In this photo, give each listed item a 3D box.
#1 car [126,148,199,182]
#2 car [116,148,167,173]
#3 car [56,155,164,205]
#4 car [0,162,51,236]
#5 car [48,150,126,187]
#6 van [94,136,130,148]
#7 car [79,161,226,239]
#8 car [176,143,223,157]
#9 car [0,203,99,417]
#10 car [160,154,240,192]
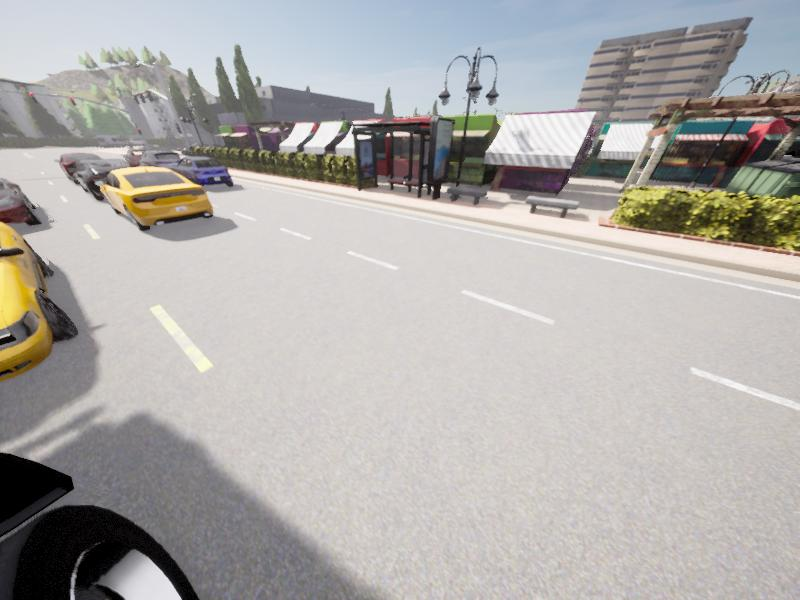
[{"bbox_3d":[-16.573,-9.535,16.126,4.856,1.649,2.033,23,40,29],"label":"car"},{"bbox_3d":[-21.382,-11.593,19.110,3.633,1.501,1.845,25,41,31],"label":"car"},{"bbox_3d":[-13.741,-5.830,10.935,4.792,1.488,2.163,23,40,29],"label":"car"},{"bbox_3d":[-13.147,-3.113,7.006,4.792,1.488,2.163,23,40,29],"label":"car"},{"bbox_3d":[-19.274,-8.179,14.191,5.008,1.535,1.882,23,40,29],"label":"car"},{"bbox_3d":[-74.595,-41.053,59.953,1.988,2.561,5.915,-3,35,-6],"label":"van"},{"bbox_3d":[-8.290,-3.577,7.714,5.008,1.535,1.882,22,40,28],"label":"car"},{"bbox_3d":[-31.704,-23.887,36.670,2.152,1.651,5.027,25,41,31],"label":"car"},{"bbox_3d":[-6.348,-0.299,2.980,5.366,1.575,1.801,23,40,27],"label":"car"},{"bbox_3d":[-11.292,-7.246,13.035,4.193,1.474,1.816,23,40,29],"label":"car"}]
